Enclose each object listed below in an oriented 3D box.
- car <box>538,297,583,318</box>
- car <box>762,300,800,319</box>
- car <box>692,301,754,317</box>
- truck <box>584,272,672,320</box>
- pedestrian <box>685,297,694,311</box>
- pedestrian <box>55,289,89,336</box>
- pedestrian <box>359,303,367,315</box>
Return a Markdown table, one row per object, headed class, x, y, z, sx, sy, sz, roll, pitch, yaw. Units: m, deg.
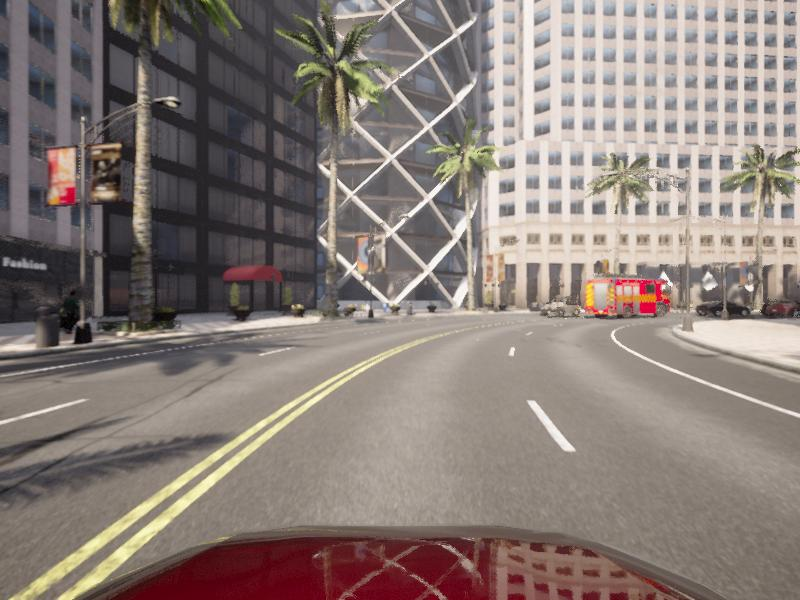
| class | x | y | z | sx | sy | sz | roll | pitch | yaw |
| --- | --- | --- | --- | --- | --- | --- | --- | --- | --- |
| car | 14.617 | 0.643 | 36.373 | 3.866 | 1.878 | 1.905 | 0 | 0 | -34 |
| car | 35.856 | 0.785 | 35.883 | 5.027 | 1.651 | 2.152 | 0 | 0 | -5 |
| car | 31.423 | 0.847 | 38.991 | 4.892 | 1.490 | 1.837 | 0 | 0 | -8 |
| truck | 20.501 | -0.322 | 35.823 | 8.468 | 3.827 | 2.891 | 0 | 0 | -29 |
| pedestrian | 37.557 | 0.486 | 51.859 | 0.751 | 1.860 | 0.751 | 0 | 0 | 20 |
| pedestrian | -13.340 | 0.477 | 16.271 | 0.751 | 1.860 | 0.751 | 0 | 0 | 8 |
| pedestrian | -3.406 | 0.855 | 36.651 | 0.500 | 1.100 | 0.500 | 0 | 0 | -44 |
